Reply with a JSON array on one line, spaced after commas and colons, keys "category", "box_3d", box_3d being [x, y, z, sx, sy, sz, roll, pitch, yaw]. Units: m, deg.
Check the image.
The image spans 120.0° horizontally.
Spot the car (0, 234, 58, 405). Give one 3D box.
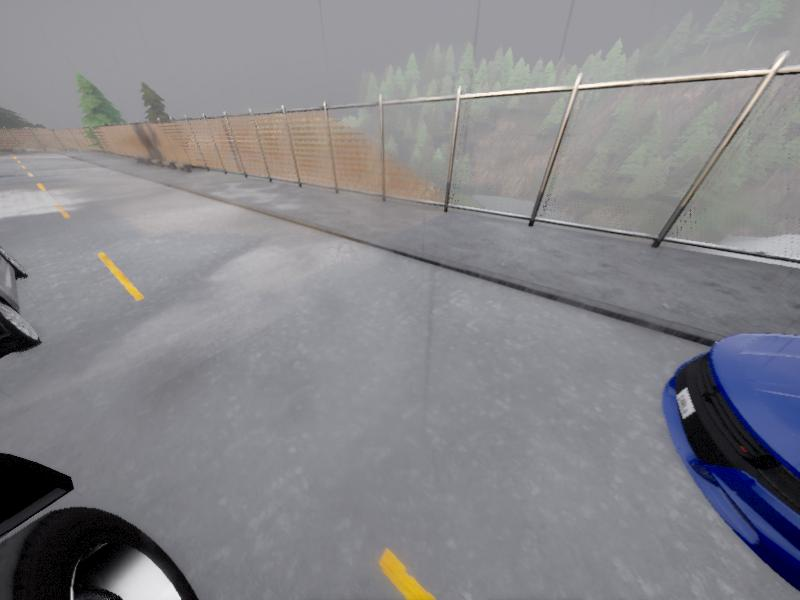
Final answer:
[{"category": "car", "box_3d": [-6.548, -0.190, 2.712, 5.238, 1.638, 1.930, 22, 40, 28]}]

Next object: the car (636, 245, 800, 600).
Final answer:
[{"category": "car", "box_3d": [4.357, 1.454, 0.547, 5.008, 1.535, 1.882, 22, 41, 28]}]
